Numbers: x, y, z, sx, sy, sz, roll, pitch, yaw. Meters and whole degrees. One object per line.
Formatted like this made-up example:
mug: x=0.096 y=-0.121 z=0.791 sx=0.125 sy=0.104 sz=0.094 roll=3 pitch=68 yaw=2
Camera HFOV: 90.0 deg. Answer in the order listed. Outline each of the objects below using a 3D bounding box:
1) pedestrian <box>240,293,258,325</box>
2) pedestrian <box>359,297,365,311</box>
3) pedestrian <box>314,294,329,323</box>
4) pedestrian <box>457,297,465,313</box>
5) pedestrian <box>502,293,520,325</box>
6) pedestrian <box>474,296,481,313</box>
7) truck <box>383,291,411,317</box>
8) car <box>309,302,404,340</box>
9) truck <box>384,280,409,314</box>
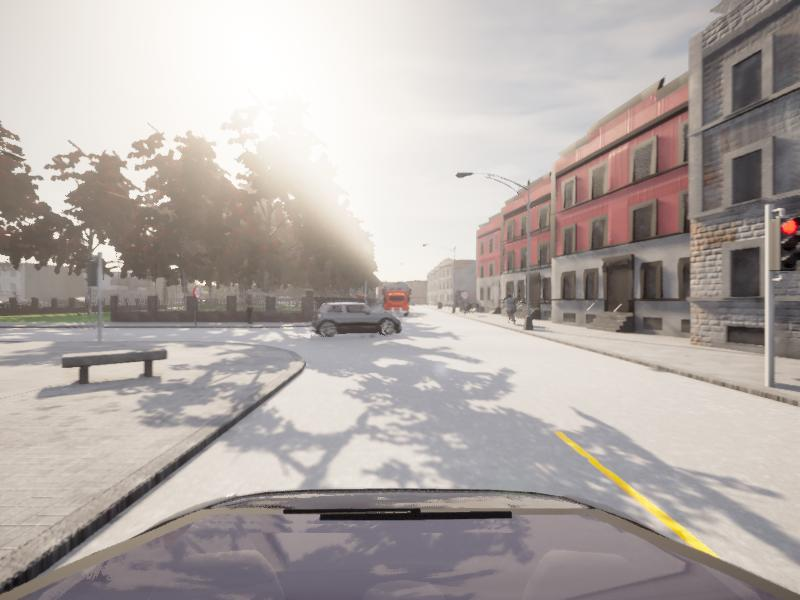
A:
pedestrian: x=-9.176 y=0.533 z=24.352 sx=0.751 sy=1.860 sz=0.751 roll=0 pitch=0 yaw=41
pedestrian: x=-5.263 y=0.531 z=55.449 sx=0.751 sy=1.860 sz=0.751 roll=0 pitch=0 yaw=0
pedestrian: x=-5.147 y=0.533 z=26.383 sx=0.751 sy=1.860 sz=0.751 roll=0 pitch=0 yaw=11
pedestrian: x=7.096 y=0.532 z=46.715 sx=0.751 sy=1.860 sz=0.751 roll=0 pitch=0 yaw=-2
pedestrian: x=6.527 y=0.532 z=23.599 sx=0.751 sy=1.860 sz=0.751 roll=0 pitch=0 yaw=-13
pedestrian: x=8.872 y=0.532 z=45.778 sx=0.751 sy=1.860 sz=0.751 roll=0 pitch=0 yaw=3
truck: x=-0.355 y=0.355 z=40.340 sx=2.627 sy=2.467 sz=5.204 roll=0 pitch=0 yaw=-1
car: x=-1.963 y=0.853 z=17.616 sx=3.806 sy=1.475 sz=1.970 roll=0 pitch=0 yaw=-19
truck: x=-0.419 y=-0.322 z=49.501 sx=2.891 sy=3.827 sz=8.468 roll=0 pitch=0 yaw=0
